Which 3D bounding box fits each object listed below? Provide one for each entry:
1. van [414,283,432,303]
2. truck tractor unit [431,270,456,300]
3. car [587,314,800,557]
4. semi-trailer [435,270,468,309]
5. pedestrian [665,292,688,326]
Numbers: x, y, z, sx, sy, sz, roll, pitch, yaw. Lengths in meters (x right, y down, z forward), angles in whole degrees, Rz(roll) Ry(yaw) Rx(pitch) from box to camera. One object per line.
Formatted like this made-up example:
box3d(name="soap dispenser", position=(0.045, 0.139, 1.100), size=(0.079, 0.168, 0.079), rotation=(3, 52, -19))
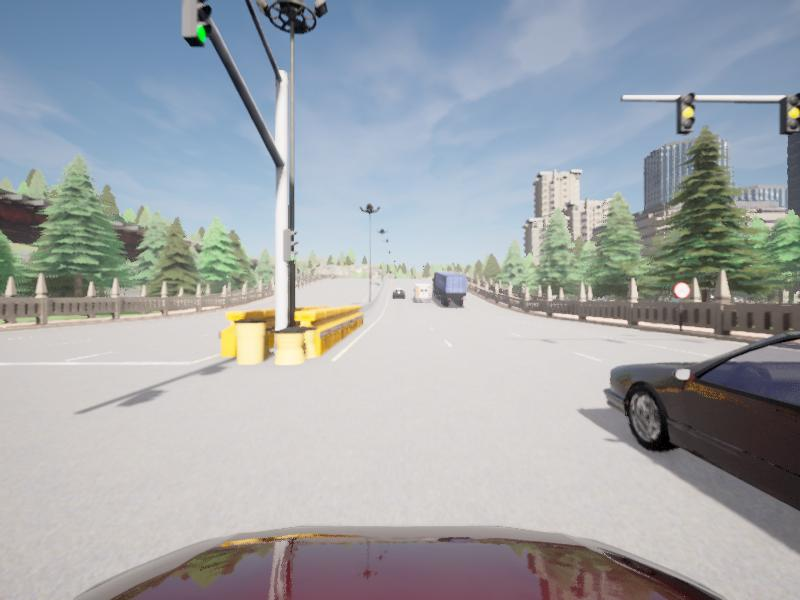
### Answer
box3d(name="van", position=(3.353, -1.175, 59.788), size=(2.351, 2.431, 6.366), rotation=(0, 6, 0))
box3d(name="truck tractor unit", position=(6.847, -2.566, 63.936), size=(3.053, 4.208, 6.516), rotation=(0, 7, 0))
box3d(name="car", position=(3.501, 0.894, 2.625), size=(2.033, 1.411, 5.357), rotation=(0, 0, 0))
box3d(name="semi-trailer", position=(6.881, -1.830, 56.071), size=(2.717, 4.402, 14.254), rotation=(0, 6, 0))
box3d(name="pedestrian", position=(15.318, 0.479, 22.179), size=(0.751, 1.860, 0.751), rotation=(0, 0, 2))
